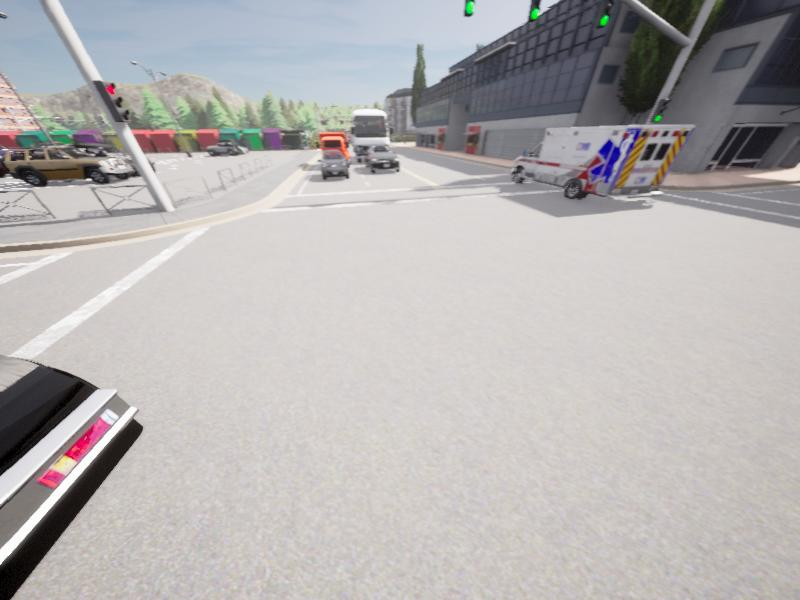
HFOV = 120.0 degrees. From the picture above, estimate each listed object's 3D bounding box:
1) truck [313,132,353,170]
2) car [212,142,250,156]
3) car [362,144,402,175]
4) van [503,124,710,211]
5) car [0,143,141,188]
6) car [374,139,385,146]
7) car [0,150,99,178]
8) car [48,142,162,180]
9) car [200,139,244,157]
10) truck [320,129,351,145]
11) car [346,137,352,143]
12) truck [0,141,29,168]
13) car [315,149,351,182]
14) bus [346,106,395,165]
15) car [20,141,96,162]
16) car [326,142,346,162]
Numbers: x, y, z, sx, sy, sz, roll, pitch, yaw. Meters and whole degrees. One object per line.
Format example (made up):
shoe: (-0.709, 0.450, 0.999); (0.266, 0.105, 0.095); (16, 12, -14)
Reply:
truck: (-5.752, -13.121, 20.219); (2.627, 2.467, 5.204); (-8, 36, -9)
car: (-24.205, -21.722, 33.228); (3.806, 1.475, 1.970); (-8, 36, -10)
car: (-1.525, -11.043, 17.967); (2.152, 1.651, 5.027); (-8, 36, -10)
van: (7.752, -6.092, 10.188); (2.351, 2.431, 6.366); (-8, 36, -10)
car: (-18.427, -7.571, 12.924); (4.605, 1.855, 1.932); (-8, 36, -10)
car: (-5.586, -42.235, 61.836); (2.033, 1.411, 5.357); (-7, 36, -9)
car: (-25.924, -9.645, 16.361); (5.357, 1.415, 2.033); (-8, 36, -10)
car: (-19.035, -9.210, 15.231); (3.866, 1.878, 1.905); (-8, 36, -10)
car: (-23.556, -20.281, 30.790); (3.866, 1.878, 1.905); (-8, 36, -10)
truck: (-20.043, -50.718, 71.868); (8.468, 3.827, 2.891); (7, 36, 10)
car: (-19.588, -61.382, 88.656); (1.930, 1.638, 5.238); (-7, 36, -9)
truck: (-38.675, -13.247, 21.054); (4.478, 2.038, 2.069); (-8, 36, -10)
car: (-4.295, -8.889, 15.084); (1.845, 1.501, 3.633); (-8, 36, -10)
bus: (-3.448, -17.719, 25.075); (3.944, 4.253, 10.273); (-7, 36, -9)
car: (-40.607, -17.800, 27.617); (4.605, 1.855, 1.932); (-8, 36, -10)
car: (-7.272, -16.988, 26.416); (1.801, 1.575, 5.366); (-7, 36, -9)
